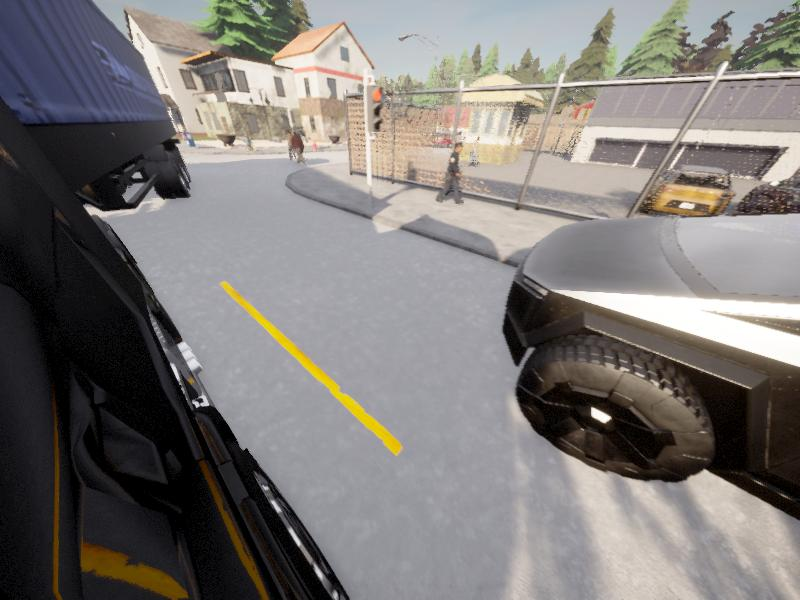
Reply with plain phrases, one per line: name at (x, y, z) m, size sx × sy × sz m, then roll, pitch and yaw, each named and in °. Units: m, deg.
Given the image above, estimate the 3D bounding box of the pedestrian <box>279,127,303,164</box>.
pedestrian at (-6.935, -9.828, 14.741) m, size 0.751 × 1.860 × 0.751 m, roll 29°, pitch 44°, yaw 30°

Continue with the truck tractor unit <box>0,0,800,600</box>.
truck tractor unit at (-2.645, -0.295, 0.351) m, size 6.516 × 4.208 × 3.053 m, roll 28°, pitch 44°, yaw 30°

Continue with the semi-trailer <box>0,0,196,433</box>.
semi-trailer at (-7.451, -4.246, 5.147) m, size 2.717 × 4.402 × 14.254 m, roll -21°, pitch 43°, yaw -27°

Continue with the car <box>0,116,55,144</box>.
car at (-31.255, -14.257, 19.319) m, size 5.238 × 1.638 × 1.930 m, roll 27°, pitch 43°, yaw 29°

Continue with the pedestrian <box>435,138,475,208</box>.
pedestrian at (1.732, -4.074, 7.440) m, size 0.751 × 1.860 × 0.751 m, roll 21°, pitch 41°, yaw 23°

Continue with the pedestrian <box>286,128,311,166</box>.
pedestrian at (-6.244, -9.438, 14.264) m, size 0.751 × 1.860 × 0.751 m, roll 27°, pitch 43°, yaw 29°

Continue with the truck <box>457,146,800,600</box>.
truck at (3.813, 0.849, 1.012) m, size 6.274 × 2.098 × 2.390 m, roll 28°, pitch 44°, yaw 30°

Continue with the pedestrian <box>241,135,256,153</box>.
pedestrian at (-11.754, -12.113, 17.936) m, size 0.500 × 1.100 × 0.500 m, roll 8°, pitch 37°, yaw 7°

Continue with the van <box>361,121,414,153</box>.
van at (-1.210, -17.528, 24.866) m, size 1.988 × 2.561 × 5.915 m, roll 28°, pitch 44°, yaw 30°
